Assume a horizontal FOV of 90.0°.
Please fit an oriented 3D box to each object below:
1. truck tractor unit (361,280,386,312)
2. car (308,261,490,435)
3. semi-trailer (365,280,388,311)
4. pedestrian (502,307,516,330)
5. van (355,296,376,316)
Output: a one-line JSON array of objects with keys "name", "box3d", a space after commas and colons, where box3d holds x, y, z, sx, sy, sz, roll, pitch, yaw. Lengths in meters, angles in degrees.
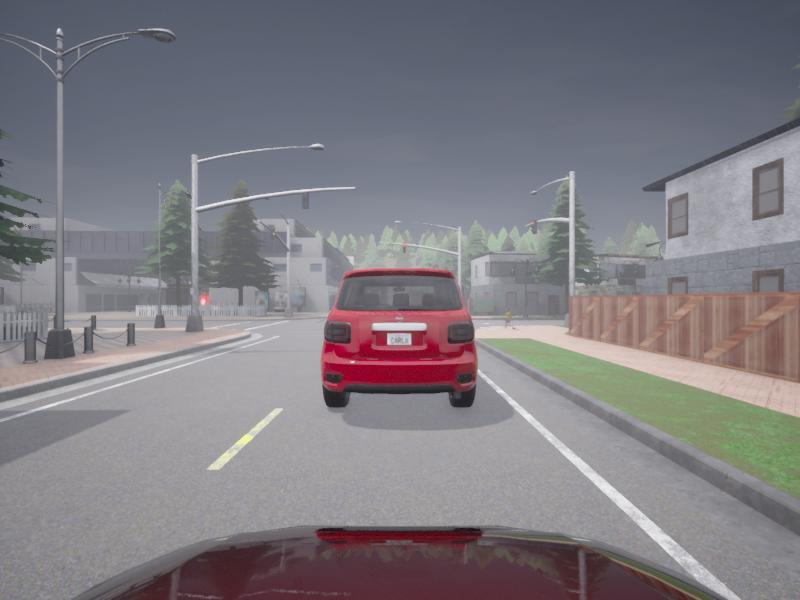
[{"name": "truck tractor unit", "box3d": [-3.565, -0.520, 55.648, 3.053, 4.208, 6.516, 0, 0, 0]}, {"name": "car", "box3d": [-0.013, 0.568, 7.496, 2.150, 2.045, 5.566, 0, 0, 0]}, {"name": "semi-trailer", "box3d": [-3.488, -0.617, 63.561, 2.717, 4.402, 14.254, 0, 0, 1]}, {"name": "pedestrian", "box3d": [5.145, 0.866, 18.868, 0.500, 1.100, 0.500, 0, 0, -7]}, {"name": "van", "box3d": [-3.563, 0.598, 41.977, 1.775, 1.987, 4.442, 0, 0, 0]}]
